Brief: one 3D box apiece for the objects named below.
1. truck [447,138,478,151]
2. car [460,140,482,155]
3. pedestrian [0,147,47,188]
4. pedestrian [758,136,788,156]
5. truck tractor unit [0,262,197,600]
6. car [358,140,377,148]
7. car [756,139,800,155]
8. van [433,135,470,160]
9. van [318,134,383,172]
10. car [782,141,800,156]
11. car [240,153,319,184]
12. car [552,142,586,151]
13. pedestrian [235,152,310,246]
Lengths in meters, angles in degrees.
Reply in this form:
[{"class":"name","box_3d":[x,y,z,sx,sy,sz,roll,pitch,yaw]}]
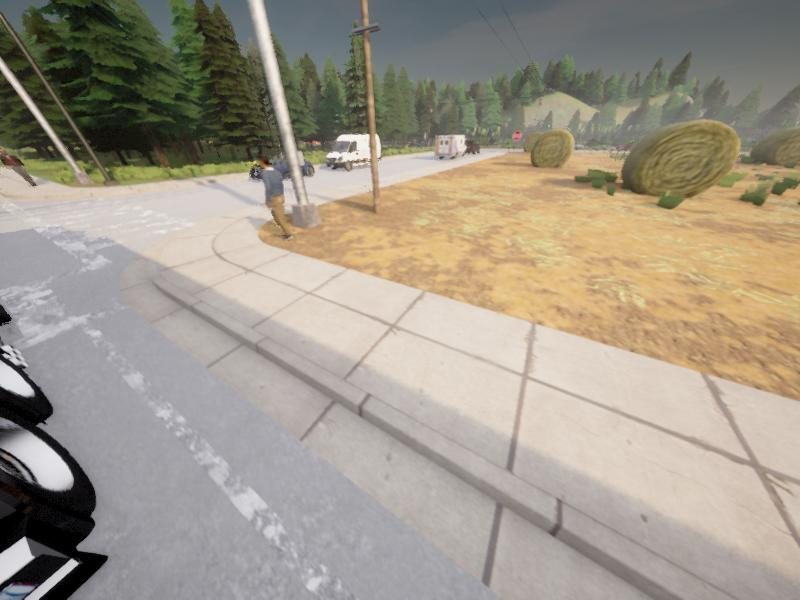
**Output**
[{"class":"truck","box_3d":[12.232,-30.870,45.749,2.390,2.098,6.274,-15,38,-21]},{"class":"car","box_3d":[11.037,-23.583,35.641,1.905,1.878,3.866,19,40,25]},{"class":"pedestrian","box_3d":[-20.503,-7.117,12.424,0.751,1.860,0.751,17,39,24]},{"class":"pedestrian","box_3d":[42.361,-17.529,26.266,0.751,1.860,0.751,14,38,20]},{"class":"truck tractor unit","box_3d":[-5.115,-0.295,0.783,6.516,4.208,3.053,18,39,24]},{"class":"car","box_3d":[-8.951,-42.904,63.490,4.856,1.649,2.033,20,40,26]},{"class":"car","box_3d":[51.598,-20.069,30.242,4.856,1.649,2.033,21,40,27]},{"class":"van","box_3d":[6.721,-19.655,29.670,2.351,2.431,6.366,19,40,25]},{"class":"van","box_3d":[-4.097,-13.212,20.594,1.988,2.561,5.915,19,40,25]},{"class":"car","box_3d":[50.239,-18.103,27.607,4.193,1.474,1.816,21,40,27]},{"class":"car","box_3d":[-7.959,-9.015,15.714,1.994,1.385,4.181,19,40,25]},{"class":"car","box_3d":[30.665,-27.921,41.965,4.718,1.301,1.895,21,40,27]},{"class":"pedestrian","box_3d":[-2.832,-2.315,5.366,0.751,1.860,0.751,6,36,9]}]
